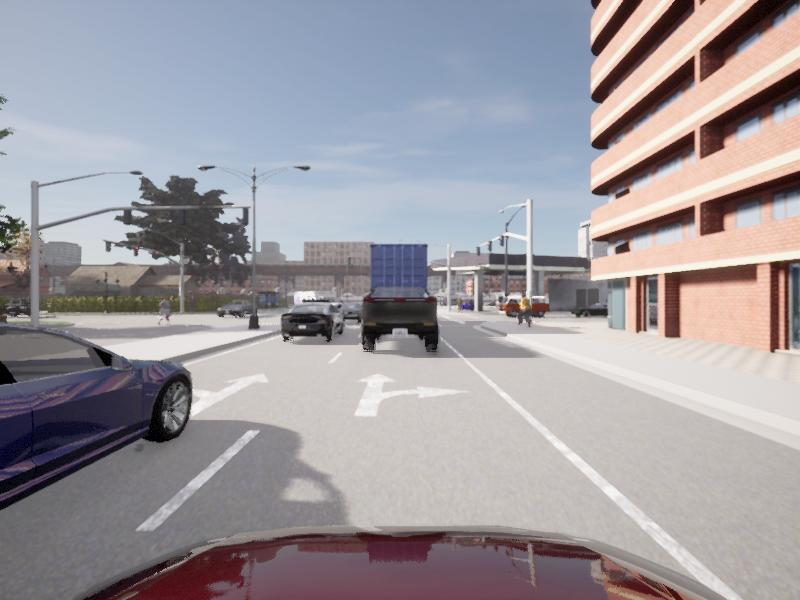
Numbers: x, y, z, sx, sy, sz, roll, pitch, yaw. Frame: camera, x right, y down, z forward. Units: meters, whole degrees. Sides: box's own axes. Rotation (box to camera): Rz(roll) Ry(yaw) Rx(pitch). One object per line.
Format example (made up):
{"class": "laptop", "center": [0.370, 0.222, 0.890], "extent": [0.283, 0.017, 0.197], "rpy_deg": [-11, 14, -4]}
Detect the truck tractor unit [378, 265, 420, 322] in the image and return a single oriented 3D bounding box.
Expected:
{"class": "truck tractor unit", "center": [-0.066, -0.485, 32.553], "extent": [3.053, 4.208, 6.516], "rpy_deg": [0, 0, 0]}

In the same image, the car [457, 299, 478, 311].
{"class": "car", "center": [9.599, 0.701, 57.360], "extent": [2.242, 1.667, 4.611], "rpy_deg": [0, 0, 0]}

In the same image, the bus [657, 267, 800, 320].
{"class": "bus", "center": [28.296, -0.497, 34.076], "extent": [10.273, 4.253, 3.944], "rpy_deg": [0, 0, -1]}

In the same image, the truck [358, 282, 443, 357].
{"class": "truck", "center": [-0.013, 0.558, 14.374], "extent": [2.390, 2.098, 6.274], "rpy_deg": [0, 0, 0]}

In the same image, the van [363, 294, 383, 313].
{"class": "van", "center": [-3.604, 0.437, 54.850], "extent": [2.351, 2.431, 6.366], "rpy_deg": [0, 0, 0]}

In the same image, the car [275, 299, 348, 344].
{"class": "car", "center": [-3.536, 0.790, 17.044], "extent": [1.930, 1.638, 5.238], "rpy_deg": [0, 0, 0]}

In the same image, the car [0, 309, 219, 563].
{"class": "car", "center": [-3.505, 0.854, 2.966], "extent": [2.163, 1.488, 4.792], "rpy_deg": [0, 0, 0]}

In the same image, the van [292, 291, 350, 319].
{"class": "van", "center": [-7.559, 0.419, 37.692], "extent": [2.351, 2.431, 6.366], "rpy_deg": [1, 0, -43]}

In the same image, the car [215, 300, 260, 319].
{"class": "car", "center": [-15.071, 0.820, 37.380], "extent": [2.152, 1.651, 5.027], "rpy_deg": [0, 0, 0]}

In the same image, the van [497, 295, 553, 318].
{"class": "van", "center": [11.544, 0.612, 37.165], "extent": [4.480, 2.038, 2.069], "rpy_deg": [0, 0, -2]}

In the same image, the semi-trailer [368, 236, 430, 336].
{"class": "semi-trailer", "center": [-0.058, -0.590, 24.640], "extent": [2.717, 4.402, 14.254], "rpy_deg": [0, 0, 0]}

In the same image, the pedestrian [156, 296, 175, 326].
{"class": "pedestrian", "center": [-14.797, 0.665, 25.275], "extent": [0.751, 1.860, 0.751], "rpy_deg": [0, 0, 4]}

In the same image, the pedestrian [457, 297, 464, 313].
{"class": "pedestrian", "center": [6.859, 0.538, 45.621], "extent": [0.751, 1.860, 0.751], "rpy_deg": [0, 0, 4]}

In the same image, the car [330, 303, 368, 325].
{"class": "car", "center": [-3.553, 0.926, 28.746], "extent": [2.033, 1.411, 5.357], "rpy_deg": [0, 0, 0]}

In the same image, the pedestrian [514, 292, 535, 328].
{"class": "pedestrian", "center": [6.526, 0.508, 21.000], "extent": [0.751, 1.860, 0.751], "rpy_deg": [0, 0, -23]}

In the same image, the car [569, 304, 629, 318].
{"class": "car", "center": [18.468, 0.984, 37.246], "extent": [4.718, 1.301, 1.895], "rpy_deg": [0, 0, -1]}

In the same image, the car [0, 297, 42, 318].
{"class": "car", "center": [-36.394, 0.692, 37.076], "extent": [4.605, 1.855, 1.932], "rpy_deg": [0, 0, 0]}
